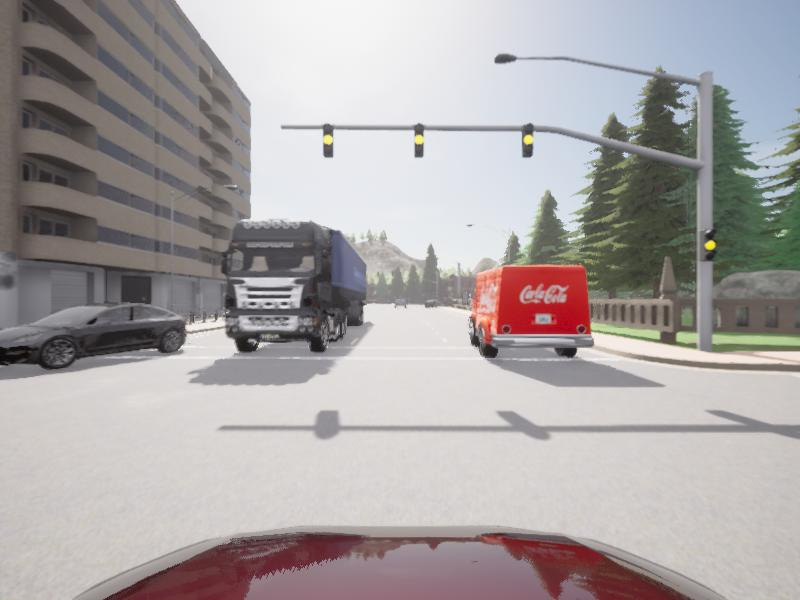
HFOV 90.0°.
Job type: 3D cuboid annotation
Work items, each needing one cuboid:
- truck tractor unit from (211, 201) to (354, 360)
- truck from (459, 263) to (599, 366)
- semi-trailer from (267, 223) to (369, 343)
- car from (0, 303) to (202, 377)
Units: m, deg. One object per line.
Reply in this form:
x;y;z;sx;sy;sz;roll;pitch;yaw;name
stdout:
-3.502;-0.517;13.876;3.053;4.208;6.516;0;0;0;truck tractor unit
3.503;0.355;12.258;2.627;2.467;5.204;0;0;0;truck
-3.559;-0.635;21.790;2.717;4.402;14.254;0;0;-1;semi-trailer
-7.964;0.835;10.615;2.163;1.488;4.792;0;-1;16;car
